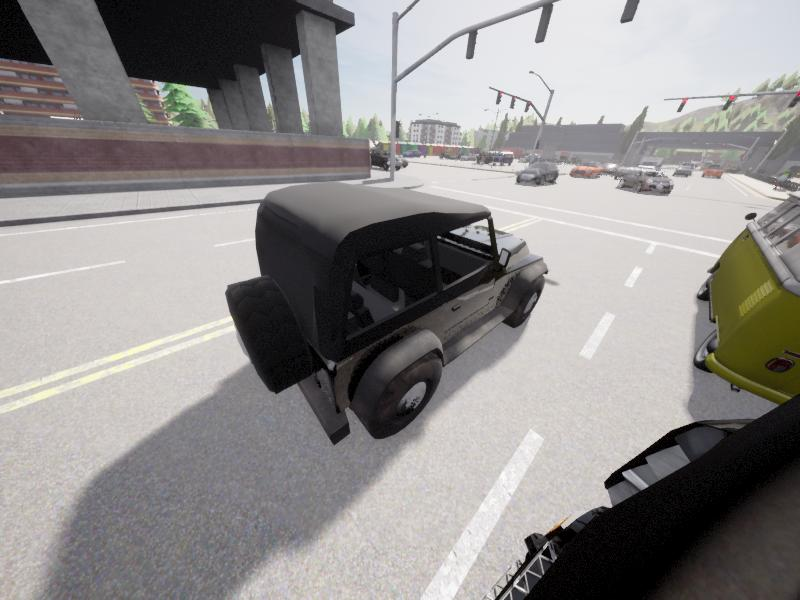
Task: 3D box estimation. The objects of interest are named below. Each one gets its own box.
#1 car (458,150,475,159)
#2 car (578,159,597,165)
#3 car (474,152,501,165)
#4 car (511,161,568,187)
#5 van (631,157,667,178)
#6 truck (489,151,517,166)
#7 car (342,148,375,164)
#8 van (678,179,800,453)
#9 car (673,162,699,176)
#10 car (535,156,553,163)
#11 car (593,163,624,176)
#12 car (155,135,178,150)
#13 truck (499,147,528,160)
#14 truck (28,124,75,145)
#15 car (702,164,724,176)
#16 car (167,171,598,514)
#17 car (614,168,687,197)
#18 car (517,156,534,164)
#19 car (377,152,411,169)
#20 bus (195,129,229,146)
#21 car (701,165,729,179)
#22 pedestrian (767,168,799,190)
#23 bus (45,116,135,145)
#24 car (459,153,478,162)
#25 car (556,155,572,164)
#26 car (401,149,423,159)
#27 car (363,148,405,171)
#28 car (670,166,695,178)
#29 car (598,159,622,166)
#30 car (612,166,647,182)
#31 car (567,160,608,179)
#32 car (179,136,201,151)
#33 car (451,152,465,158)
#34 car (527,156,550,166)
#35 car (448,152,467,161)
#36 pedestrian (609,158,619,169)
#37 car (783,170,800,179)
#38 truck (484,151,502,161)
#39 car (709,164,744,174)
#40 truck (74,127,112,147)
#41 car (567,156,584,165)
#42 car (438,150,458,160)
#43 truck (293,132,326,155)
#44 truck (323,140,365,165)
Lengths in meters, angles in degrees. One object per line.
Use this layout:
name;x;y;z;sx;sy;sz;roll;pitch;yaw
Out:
car;18.751;-41.027;65.207;4.605;1.855;1.932;-24;42;-35
car;57.009;-41.893;70.128;1.970;1.475;3.806;-24;42;-34
car;15.569;-25.147;41.037;4.605;1.855;1.932;-24;42;-35
car;11.694;-10.615;19.296;4.856;1.649;2.033;-25;42;-35
van;37.599;-20.093;34.872;6.366;2.431;2.351;-24;42;-35
truck;17.532;-23.979;39.254;4.478;2.038;2.069;-24;42;-35
car;-5.932;-20.547;32.874;1.930;1.638;5.238;-25;42;-35
van;5.427;-0.146;2.781;4.442;1.987;1.775;-24;42;-35
car;52.886;-24.283;42.695;5.566;2.045;2.150;-24;42;-35
car;38.216;-37.183;61.314;5.357;1.415;2.033;-24;42;-35
car;30.156;-18.910;33.384;4.792;1.488;2.163;-24;42;-35
car;-37.489;-25.263;37.126;1.905;1.878;3.866;-24;42;-35
truck;41.493;-53.771;84.644;2.891;3.827;8.468;-23;41;-33
truck;-54.986;-26.148;36.664;2.615;2.467;5.204;-24;42;-35
car;63.707;-26.549;47.082;3.866;1.878;1.905;-24;42;-35
car;0.274;-0.350;2.784;3.866;1.878;1.905;-24;42;-35
car;18.926;-9.138;17.761;1.970;1.475;3.806;11;34;12
car;29.939;-33.442;55.063;3.806;1.475;1.970;-24;42;-35
car;-0.825;-17.119;28.248;1.816;1.474;4.193;-25;42;-35
bus;-64.560;-55.885;79.317;10.273;4.253;3.944;20;37;24
car;53.146;-21.723;39.085;4.553;1.767;2.097;-24;42;-35
pedestrian;37.510;-11.866;22.663;0.751;1.860;0.751;-25;42;-35
bus;-65.296;-36.015;49.421;10.273;4.253;3.944;-24;42;-35
car;14.794;-30.863;50.031;3.806;1.475;1.970;-24;42;-35
car;44.853;-38.365;63.176;3.866;1.878;1.905;-24;42;-35
car;2.693;-33.639;53.167;4.611;1.667;2.242;-24;42;-35
car;-1.824;-15.034;24.668;1.932;1.855;4.605;-25;42;-35
car;47.207;-21.426;38.544;5.357;1.411;2.033;-25;42;-35
car;64.957;-42.535;71.467;2.033;1.649;4.856;-24;42;-34
car;26.772;-14.745;26.955;4.181;1.385;1.994;-24;42;-35
car;22.205;-15.508;27.373;4.553;1.767;2.097;-22;41;-33
car;-35.281;-26.260;38.795;1.905;1.878;3.866;-24;42;-35
car;16.883;-42.144;67.130;3.905;1.438;1.784;-24;42;-35
car;28.813;-28.857;47.937;4.611;1.667;2.242;-24;42;-35
car;12.889;-32.160;51.783;3.905;1.438;1.784;-24;42;-35
pedestrian;45.529;-29.087;49.222;0.751;1.860;0.751;-26;43;-36
car;91.325;-28.054;51.735;1.801;1.575;5.366;-24;42;-35
truck;24.211;-37.520;60.164;4.478;2.038;2.069;-24;42;-35
car;83.943;-33.761;59.475;1.932;1.855;4.605;-7;35;-15
truck;-51.751;-27.609;39.110;2.615;2.467;5.204;-24;42;-35
car;46.719;-37.079;61.374;4.605;1.855;1.932;-24;42;-35
car;11.093;-33.495;53.279;4.605;1.855;1.932;-24;42;-35
truck;-19.123;-33.070;48.773;2.891;3.827;8.468;-25;42;-35
truck;-7.123;-18.773;29.362;2.627;2.467;5.204;-25;42;-35
